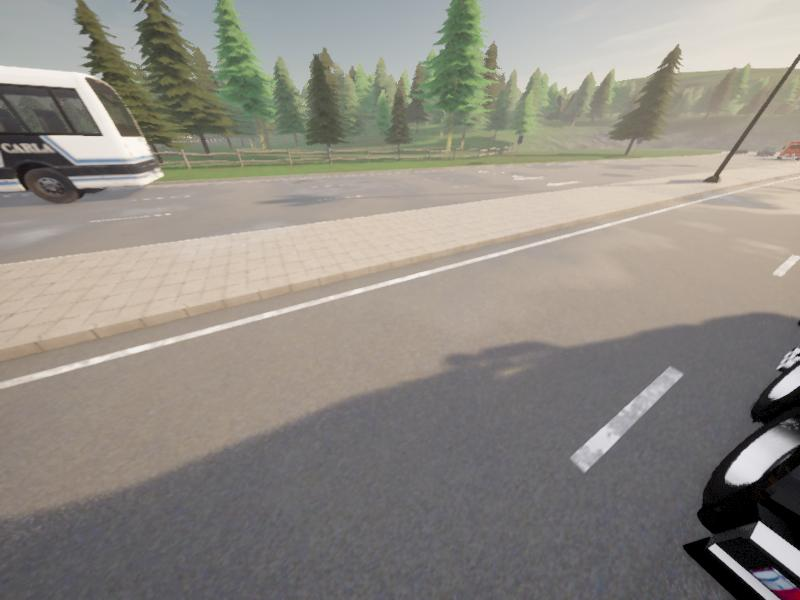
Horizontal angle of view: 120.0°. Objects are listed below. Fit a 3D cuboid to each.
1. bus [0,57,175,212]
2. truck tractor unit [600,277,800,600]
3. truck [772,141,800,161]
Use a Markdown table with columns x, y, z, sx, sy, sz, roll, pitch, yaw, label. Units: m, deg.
| x | y | z | sx | sy | sz | roll | pitch | yaw | label |
| --- | --- | --- | --- | --- | --- | --- | --- | --- | --- |
| -16.200 | -5.763 | 8.319 | 10.273 | 4.253 | 3.944 | -17 | 39 | -23 | bus |
| 5.134 | -0.274 | 0.766 | 6.516 | 4.208 | 3.053 | -17 | 38 | -23 | truck tractor unit |
| 62.920 | -23.720 | 36.692 | 5.204 | 2.467 | 2.627 | -18 | 39 | -24 | truck |
